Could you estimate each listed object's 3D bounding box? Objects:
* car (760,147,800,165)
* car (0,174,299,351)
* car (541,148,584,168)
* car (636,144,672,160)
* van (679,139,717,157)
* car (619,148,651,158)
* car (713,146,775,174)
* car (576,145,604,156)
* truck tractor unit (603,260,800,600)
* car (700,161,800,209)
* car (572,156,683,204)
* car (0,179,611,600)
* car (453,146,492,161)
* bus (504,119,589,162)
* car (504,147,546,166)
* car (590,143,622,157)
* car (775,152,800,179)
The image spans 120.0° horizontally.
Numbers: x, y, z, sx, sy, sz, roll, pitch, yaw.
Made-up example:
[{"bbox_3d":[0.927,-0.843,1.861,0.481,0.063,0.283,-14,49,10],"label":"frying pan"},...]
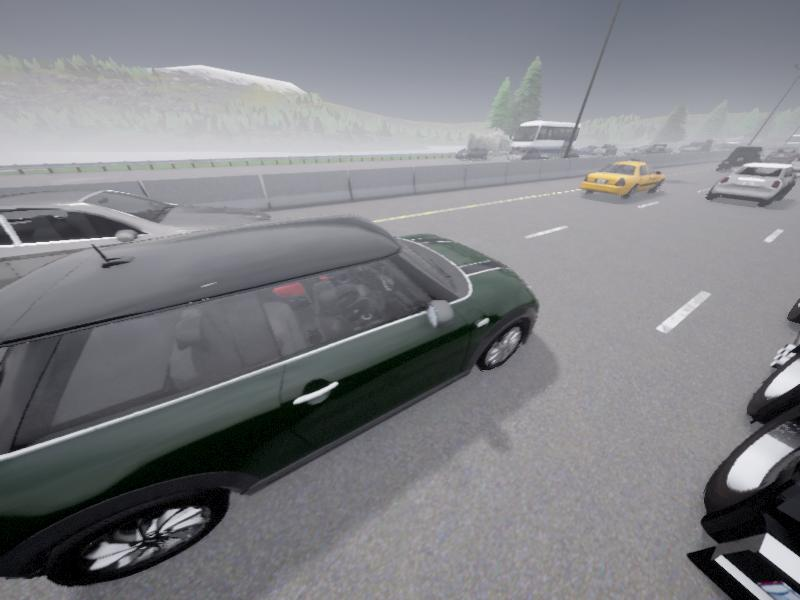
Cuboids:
[{"bbox_3d":[48.428,-18.238,29.122,4.611,1.667,2.242,-18,39,-24],"label":"car"},{"bbox_3d":[-4.709,-0.892,3.827,5.027,1.651,2.152,-18,39,-24],"label":"car"},{"bbox_3d":[16.907,-14.840,24.090,3.705,1.549,1.789,-18,39,-24],"label":"car"},{"bbox_3d":[36.655,-21.418,33.402,3.866,1.878,1.905,-18,39,-24],"label":"car"},{"bbox_3d":[52.537,-26.862,40.786,5.915,2.561,1.988,-18,39,-24],"label":"van"},{"bbox_3d":[38.421,-24.059,37.731,4.718,1.301,1.895,-18,39,-24],"label":"car"},{"bbox_3d":[30.587,-12.511,20.560,3.866,1.878,1.905,-18,39,-24],"label":"car"},{"bbox_3d":[35.111,-27.691,42.719,4.514,1.525,2.007,-18,39,-24],"label":"car"},{"bbox_3d":[5.099,-0.314,0.789,6.516,4.208,3.053,-19,39,-24],"label":"truck tractor unit"},{"bbox_3d":[16.260,-5.361,10.539,3.806,1.475,1.970,-18,39,-24],"label":"car"},{"bbox_3d":[11.282,-6.089,11.454,5.366,1.575,1.801,-18,39,-24],"label":"car"},{"bbox_3d":[-0.562,-0.005,2.435,4.553,1.767,2.097,-18,39,-24],"label":"car"},{"bbox_3d":[9.561,-19.359,30.550,4.514,1.525,2.007,-18,39,-24],"label":"car"},{"bbox_3d":[19.683,-21.387,31.160,10.273,4.253,3.944,-18,39,-24],"label":"bus"},{"bbox_3d":[14.046,-16.238,26.032,3.988,1.617,1.851,-18,39,-24],"label":"car"},{"bbox_3d":[34.941,-25.472,39.217,4.605,1.855,1.932,-18,39,-24],"label":"car"},{"bbox_3d":[31.541,-10.396,17.777,3.988,1.617,1.851,-18,39,-24],"label":"car"}]
